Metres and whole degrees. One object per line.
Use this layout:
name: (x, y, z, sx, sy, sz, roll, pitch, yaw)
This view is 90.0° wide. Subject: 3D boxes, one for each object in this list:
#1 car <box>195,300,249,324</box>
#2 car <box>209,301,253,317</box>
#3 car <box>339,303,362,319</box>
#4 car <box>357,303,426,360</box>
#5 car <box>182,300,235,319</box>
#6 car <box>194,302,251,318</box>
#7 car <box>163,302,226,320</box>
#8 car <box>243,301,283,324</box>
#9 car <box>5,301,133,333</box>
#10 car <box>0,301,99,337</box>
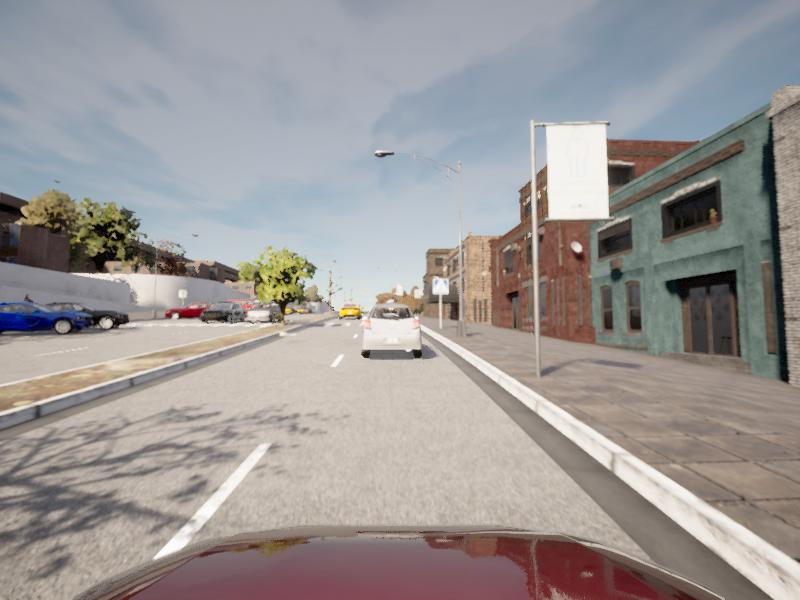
car: (-13.149, 0.879, 29.962, 1.930, 1.638, 5.238, 0, -1, -4)
car: (-19.233, 1.022, 45.540, 4.553, 1.767, 2.185, 0, -1, -24)
car: (-4.831, 1.071, 39.517, 1.882, 1.535, 5.008, 0, -1, -4)
car: (-0.281, 0.858, 12.541, 1.845, 1.501, 3.633, 0, 0, -2)
car: (-18.863, 0.915, 39.601, 4.553, 1.767, 2.185, 0, -1, -24)
car: (-18.849, 1.086, 42.660, 5.366, 1.575, 1.946, 0, -1, -24)
car: (-18.638, 0.995, 36.639, 5.008, 1.535, 2.097, 0, -1, -24)
car: (-10.150, 0.906, 30.030, 1.851, 1.617, 3.988, 0, -1, -4)
car: (-17.721, 0.861, 21.796, 5.008, 1.535, 2.097, -1, 0, -23)
car: (-17.540, 0.851, 18.839, 5.008, 1.535, 2.097, -1, 0, -23)
